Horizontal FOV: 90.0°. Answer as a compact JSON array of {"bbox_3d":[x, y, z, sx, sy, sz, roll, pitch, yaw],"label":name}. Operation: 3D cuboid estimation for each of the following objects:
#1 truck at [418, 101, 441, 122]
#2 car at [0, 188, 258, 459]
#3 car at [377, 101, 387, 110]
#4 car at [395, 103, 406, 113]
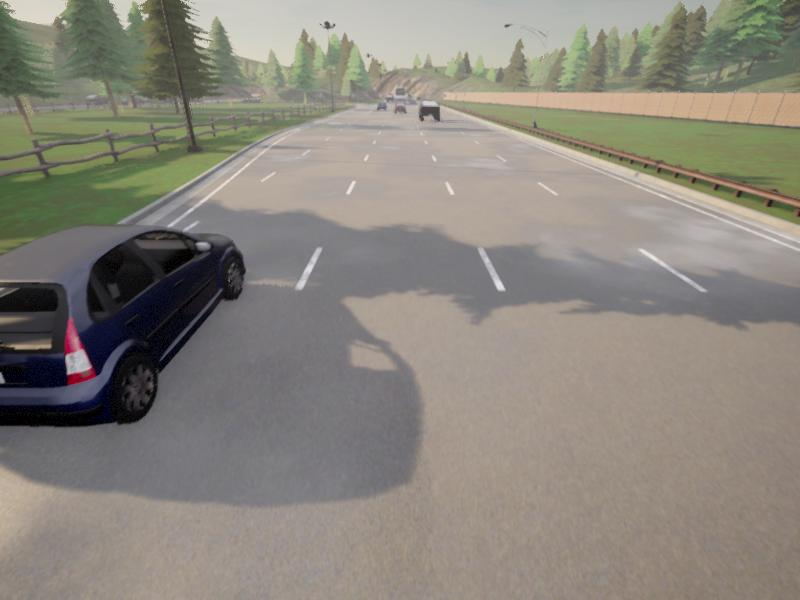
[{"bbox_3d":[3.549,-23.290,49.189,2.390,2.098,6.274,0,27,0],"label":"truck"},{"bbox_3d":[-3.489,-0.173,5.093,1.851,1.617,3.988,0,27,0],"label":"car"},{"bbox_3d":[-3.432,-37.794,77.702,1.816,1.474,4.193,0,27,0],"label":"car"},{"bbox_3d":[0.061,-32.593,67.771,1.812,1.442,4.674,0,27,0],"label":"car"}]
